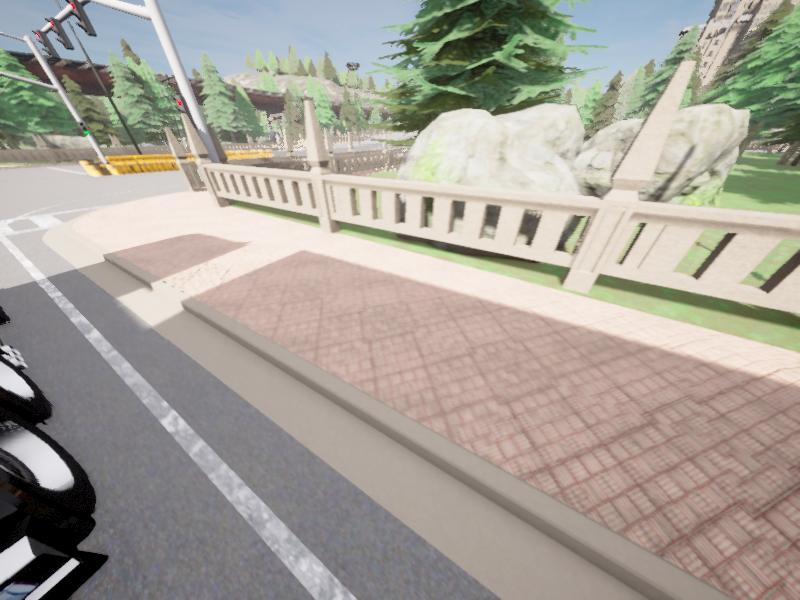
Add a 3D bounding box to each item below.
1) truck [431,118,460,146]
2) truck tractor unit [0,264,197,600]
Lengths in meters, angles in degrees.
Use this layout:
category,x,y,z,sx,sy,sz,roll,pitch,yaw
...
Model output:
category,x,y,z,sx,sy,sz,roll,pitch,yaw
truck,9.563,-35.316,48.384,2.891,3.827,8.468,18,45,24
truck tractor unit,-5.116,-0.295,0.782,6.516,4.208,3.053,18,39,24
